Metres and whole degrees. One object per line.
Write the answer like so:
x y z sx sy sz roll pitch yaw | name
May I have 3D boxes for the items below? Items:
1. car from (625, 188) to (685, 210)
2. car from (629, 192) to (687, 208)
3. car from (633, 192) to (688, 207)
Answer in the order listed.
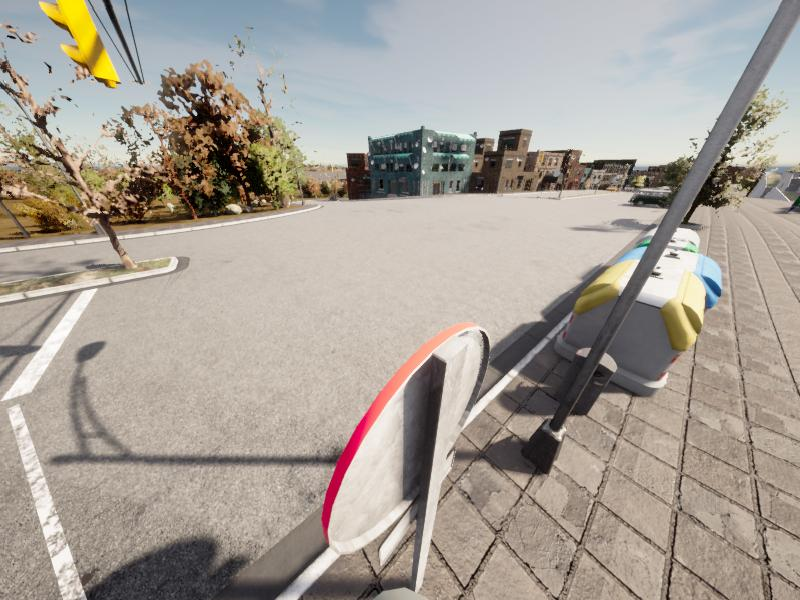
32.099 -12.864 29.311 4.442 1.987 1.878 17 33 25 | car
34.472 -13.468 31.109 4.674 1.452 2.002 17 32 25 | car
36.754 -14.328 32.812 4.674 1.452 2.002 17 33 25 | car
